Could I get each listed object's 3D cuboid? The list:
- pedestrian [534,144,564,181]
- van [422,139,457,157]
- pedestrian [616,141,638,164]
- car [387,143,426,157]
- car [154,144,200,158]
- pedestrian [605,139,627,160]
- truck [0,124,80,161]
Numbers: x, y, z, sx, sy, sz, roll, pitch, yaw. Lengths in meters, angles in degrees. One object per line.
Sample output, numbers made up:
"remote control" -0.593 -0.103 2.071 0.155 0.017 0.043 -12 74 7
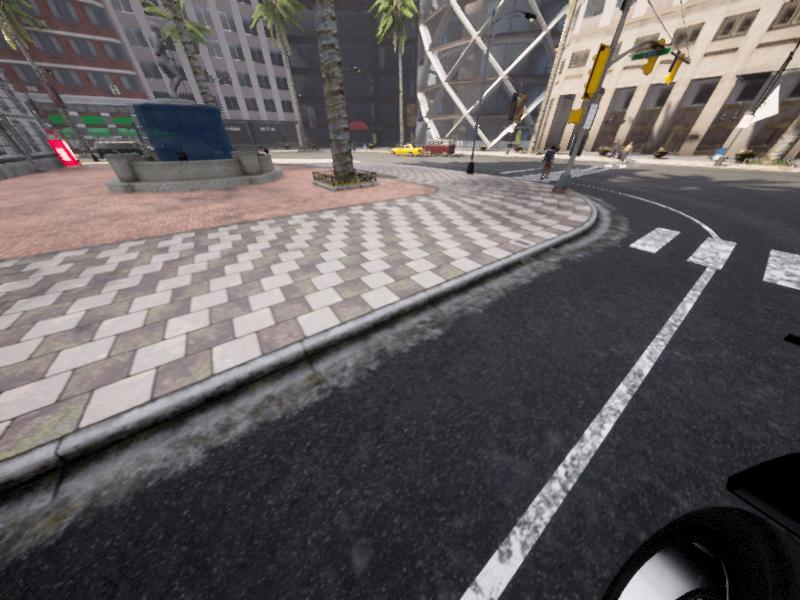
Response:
"pedestrian" 8.934 -8.240 13.874 0.751 1.860 0.751 -24 42 -30
"van" 5.566 -21.796 33.057 4.442 1.987 1.775 24 41 30
"pedestrian" 21.853 -14.205 22.238 0.751 1.860 0.751 -28 44 -34
"car" 0.848 -21.121 32.488 5.366 1.575 1.801 20 40 26
"car" -31.366 -21.060 32.620 3.988 1.617 1.851 -10 36 -14
"pedestrian" 22.753 -15.907 24.382 0.751 1.860 0.751 3 35 4
"truck" -50.552 -20.839 30.527 8.468 3.827 2.891 -22 40 -28
